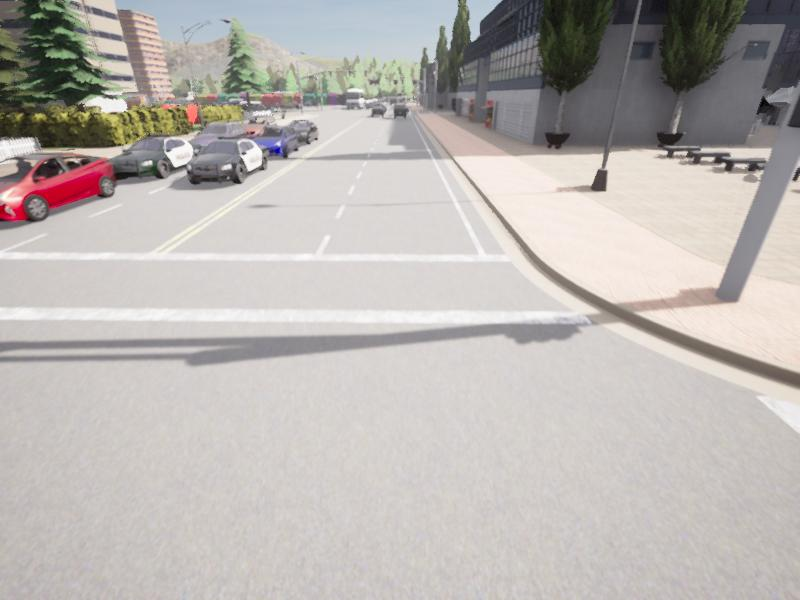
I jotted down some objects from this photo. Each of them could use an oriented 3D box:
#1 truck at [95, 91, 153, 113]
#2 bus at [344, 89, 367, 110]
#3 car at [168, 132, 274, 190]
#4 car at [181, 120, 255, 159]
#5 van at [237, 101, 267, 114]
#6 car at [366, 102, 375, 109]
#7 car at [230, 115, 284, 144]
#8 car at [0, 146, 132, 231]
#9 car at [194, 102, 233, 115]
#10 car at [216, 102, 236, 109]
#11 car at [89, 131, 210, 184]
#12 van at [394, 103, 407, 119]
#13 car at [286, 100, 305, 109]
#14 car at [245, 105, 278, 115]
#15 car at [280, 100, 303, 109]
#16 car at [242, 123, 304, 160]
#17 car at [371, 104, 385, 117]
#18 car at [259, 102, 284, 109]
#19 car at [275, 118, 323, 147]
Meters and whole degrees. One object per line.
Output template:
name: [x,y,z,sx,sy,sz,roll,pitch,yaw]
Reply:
truck: [-54.645,-39.292,79.487,8.468,3.827,2.891,0,27,0]
bus: [-10.431,-47.735,95.118,3.944,4.253,10.273,0,27,1]
car: [-6.989,-5.832,16.390,2.038,1.542,4.974,0,27,0]
car: [-10.485,-9.525,23.512,2.033,1.649,4.856,0,27,0]
van: [-27.187,-35.417,73.679,4.480,2.038,2.069,0,27,0]
car: [-7.042,-46.561,95.823,1.837,1.490,4.892,0,27,1]
car: [-10.486,-12.755,29.762,2.242,1.667,4.611,0,27,0]
car: [-10.554,-3.459,11.797,2.007,1.525,4.514,1,27,2]
car: [-32.831,-33.796,70.560,5.566,2.045,2.150,0,27,0]
car: [-42.332,-47.394,97.511,3.806,1.475,1.970,0,27,0]
car: [-10.489,-6.307,17.344,2.038,1.542,4.974,0,27,0]
van: [0.023,-27.245,57.582,1.775,1.987,4.442,0,27,0]
car: [-24.868,-46.420,94.949,3.866,1.878,1.905,0,27,0]
car: [-24.493,-33.568,70.700,4.902,1.511,2.128,0,27,0]
car: [-24.926,-45.102,92.373,4.605,1.855,1.932,0,27,0]
car: [-6.986,-9.017,22.604,2.007,1.525,4.514,0,27,0]
car: [-3.486,-30.071,63.498,1.930,1.638,5.238,0,27,0]
car: [-31.306,-47.435,97.489,5.357,1.415,2.033,0,27,0]
car: [-6.984,-11.918,28.277,2.128,1.511,4.902,0,27,0]
